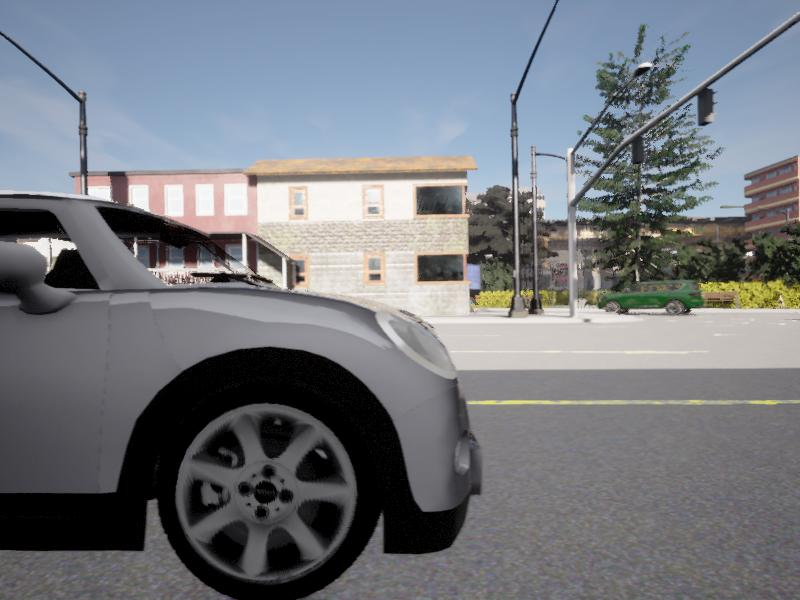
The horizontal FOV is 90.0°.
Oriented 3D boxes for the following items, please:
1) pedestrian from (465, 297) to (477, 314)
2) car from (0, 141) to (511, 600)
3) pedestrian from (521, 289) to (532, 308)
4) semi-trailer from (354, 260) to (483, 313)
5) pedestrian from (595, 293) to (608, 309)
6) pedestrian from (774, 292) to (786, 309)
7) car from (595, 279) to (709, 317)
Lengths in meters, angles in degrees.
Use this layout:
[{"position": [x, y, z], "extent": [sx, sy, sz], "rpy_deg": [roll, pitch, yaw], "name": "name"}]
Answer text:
[{"position": [4.581, 0.360, 25.756], "extent": [0.500, 1.100, 0.500], "rpy_deg": [-1, 0, -44], "name": "pedestrian"}, {"position": [-1.568, 0.251, 2.204], "extent": [3.806, 1.475, 1.970], "rpy_deg": [0, 0, 0], "name": "car"}, {"position": [12.470, -0.120, 39.509], "extent": [0.751, 1.860, 0.751], "rpy_deg": [-1, 0, -44], "name": "pedestrian"}, {"position": [1.140, -1.017, 38.789], "extent": [14.254, 4.402, 2.717], "rpy_deg": [-1, 0, 45], "name": "semi-trailer"}, {"position": [17.207, 0.070, 34.201], "extent": [0.751, 1.300, 0.751], "rpy_deg": [-1, 0, -39], "name": "pedestrian"}, {"position": [24.761, 0.026, 26.048], "extent": [0.500, 1.100, 0.500], "rpy_deg": [-1, 0, 38], "name": "pedestrian"}, {"position": [15.307, -0.096, 24.596], "extent": [2.150, 2.045, 5.566], "rpy_deg": [-1, 0, -44], "name": "car"}]
